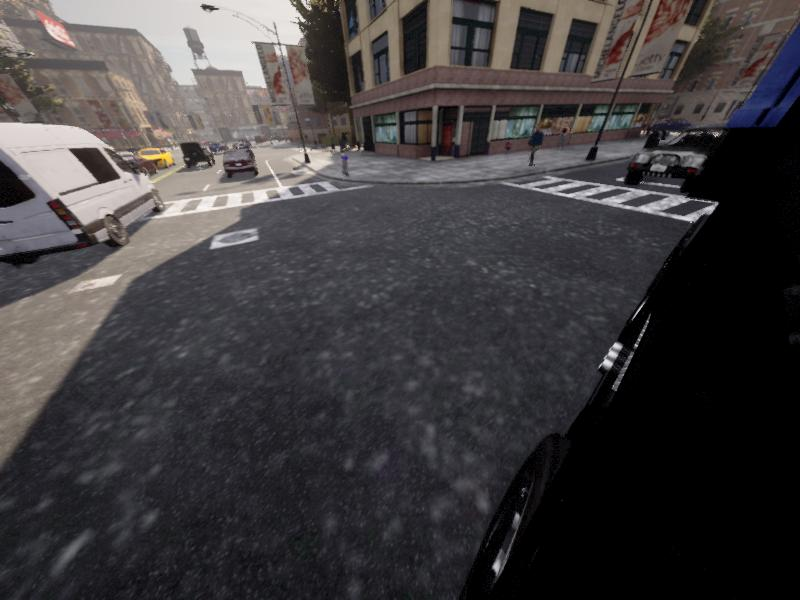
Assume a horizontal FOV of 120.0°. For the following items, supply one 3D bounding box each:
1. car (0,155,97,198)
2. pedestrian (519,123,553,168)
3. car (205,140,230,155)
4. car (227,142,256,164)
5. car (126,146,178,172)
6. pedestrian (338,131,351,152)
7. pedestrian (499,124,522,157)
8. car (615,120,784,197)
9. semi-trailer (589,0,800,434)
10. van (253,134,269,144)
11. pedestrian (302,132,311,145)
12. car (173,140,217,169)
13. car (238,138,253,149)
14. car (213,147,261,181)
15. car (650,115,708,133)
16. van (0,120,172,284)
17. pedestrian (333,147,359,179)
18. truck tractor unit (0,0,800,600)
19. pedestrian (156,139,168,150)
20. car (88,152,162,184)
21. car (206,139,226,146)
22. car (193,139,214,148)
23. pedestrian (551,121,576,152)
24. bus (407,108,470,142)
[{"bbox_3d":[-21.449,-7.568,13.889,2.128,1.511,4.902,-19,40,-21],"label":"car"},{"bbox_3d":[6.970,-7.941,11.934,0.751,1.860,0.751,-22,41,-24],"label":"pedestrian"},{"bbox_3d":[-27.137,-22.851,34.522,2.152,1.651,5.027,-19,40,-21],"label":"car"},{"bbox_3d":[-15.966,-14.977,23.426,1.816,1.474,4.193,-19,40,-21],"label":"car"},{"bbox_3d":[-22.441,-12.998,21.163,1.882,1.535,5.008,-20,40,-22],"label":"car"},{"bbox_3d":[-6.184,-17.635,25.708,0.751,1.860,0.751,12,39,19],"label":"pedestrian"},{"bbox_3d":[7.690,-11.172,16.190,0.751,1.860,0.751,-21,40,-22],"label":"pedestrian"},{"bbox_3d":[10.691,-5.245,8.380,4.605,1.855,1.932,-18,40,-20],"label":"car"},{"bbox_3d":[9.300,-3.113,3.514,14.254,4.402,2.717,-21,40,-22],"label":"semi-trailer"},{"bbox_3d":[-37.131,-43.151,61.911,1.775,1.987,4.442,-6,37,-4],"label":"van"},{"bbox_3d":[-16.548,-28.516,40.879,0.751,1.860,0.751,24,44,31],"label":"pedestrian"},{"bbox_3d":[-18.196,-13.104,20.731,1.905,1.878,3.866,-19,40,-21],"label":"car"},{"bbox_3d":[-30.432,-31.008,45.615,1.851,1.617,3.988,-20,40,-21],"label":"car"},{"bbox_3d":[-11.053,-9.533,15.920,2.033,1.411,5.357,-19,40,-21],"label":"car"},{"bbox_3d":[39.324,-24.893,32.734,2.097,1.767,4.553,-20,40,-22],"label":"car"},{"bbox_3d":[-8.862,-3.068,6.212,1.988,2.561,5.915,-19,40,-21],"label":"van"},{"bbox_3d":[-2.677,-6.900,11.648,0.751,1.300,0.751,20,42,27],"label":"pedestrian"},{"bbox_3d":[2.645,-0.295,0.351,6.516,4.208,3.053,-28,44,-30],"label":"truck tractor unit"},{"bbox_3d":[-49.993,-32.643,48.573,0.751,1.860,0.751,-14,38,-14],"label":"pedestrian"},{"bbox_3d":[-19.173,-9.476,16.399,1.994,1.385,4.181,-20,40,-21],"label":"car"},{"bbox_3d":[-51.158,-43.771,64.224,1.895,1.301,4.718,-1,37,3],"label":"car"},{"bbox_3d":[-50.588,-40.425,59.606,2.002,1.452,4.674,-7,37,-5],"label":"car"},{"bbox_3d":[12.359,-12.392,17.508,0.751,1.860,0.751,-19,40,-21],"label":"pedestrian"},{"bbox_3d":[6.637,-30.698,40.564,10.273,4.253,3.944,-20,40,-21],"label":"bus"}]
